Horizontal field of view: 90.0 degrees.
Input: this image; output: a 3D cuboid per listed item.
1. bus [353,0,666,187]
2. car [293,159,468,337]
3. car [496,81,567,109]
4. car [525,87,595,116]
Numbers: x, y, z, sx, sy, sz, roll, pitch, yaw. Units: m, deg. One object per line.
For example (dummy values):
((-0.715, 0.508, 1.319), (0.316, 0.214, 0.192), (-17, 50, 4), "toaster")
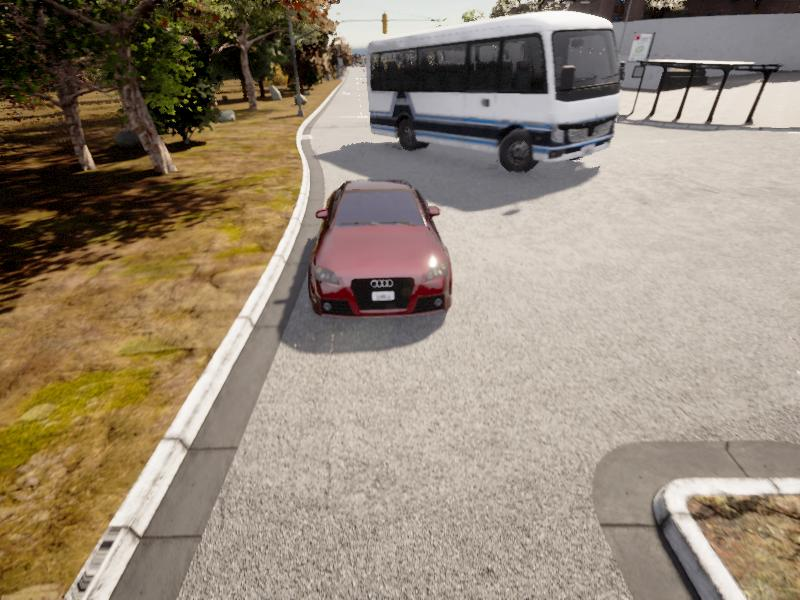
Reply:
((2.763, -7.605, 14.679), (3.944, 4.253, 10.273), (-22, 35, -28), "bus")
((-0.361, -1.209, 6.715), (1.994, 1.385, 4.181), (-2, 30, -4), "car")
((11.771, -18.453, 35.854), (5.566, 2.045, 2.435), (-13, 33, -22), "car")
((12.261, -15.307, 30.750), (4.553, 1.767, 2.185), (-13, 33, -21), "car")
